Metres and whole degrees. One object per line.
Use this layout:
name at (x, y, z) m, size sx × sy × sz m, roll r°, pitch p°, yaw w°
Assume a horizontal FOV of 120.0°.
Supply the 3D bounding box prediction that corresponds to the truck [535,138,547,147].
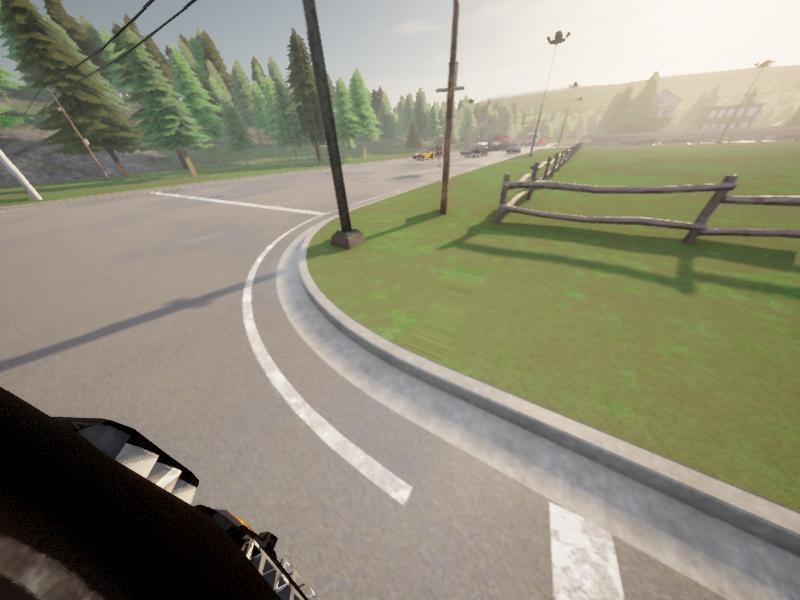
truck at (50.222, -56.247, 82.362) m, size 2.627 × 2.467 × 5.204 m, roll 17°, pitch 39°, yaw 27°

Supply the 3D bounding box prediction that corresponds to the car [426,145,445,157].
car at (7.345, -30.820, 47.765) m, size 1.932 × 1.855 × 4.605 m, roll 17°, pitch 39°, yaw 27°

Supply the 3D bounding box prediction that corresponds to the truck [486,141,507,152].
truck at (24.523, -39.001, 58.638) m, size 2.390 × 2.098 × 6.274 m, roll 24°, pitch 42°, yaw 33°

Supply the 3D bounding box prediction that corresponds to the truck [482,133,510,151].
truck at (26.402, -43.487, 63.663) m, size 8.468 × 3.827 × 2.891 m, roll -28°, pitch 41°, yaw -33°

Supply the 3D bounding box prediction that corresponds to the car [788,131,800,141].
car at (80.610, -31.817, 44.642) m, size 5.366 × 1.575 × 1.801 m, roll 17°, pitch 38°, yaw 27°

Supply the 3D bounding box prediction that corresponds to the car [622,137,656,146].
car at (58.216, -38.735, 56.397) m, size 5.238 × 1.638 × 1.930 m, roll 17°, pitch 38°, yaw 27°

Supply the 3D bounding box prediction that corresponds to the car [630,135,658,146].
car at (56.674, -37.026, 53.740) m, size 3.866 × 1.878 × 1.905 m, roll 17°, pitch 38°, yaw 27°

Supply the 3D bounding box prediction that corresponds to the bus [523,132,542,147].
bus at (49.719, -60.130, 86.592) m, size 3.944 × 4.253 × 10.273 m, roll 17°, pitch 39°, yaw 27°

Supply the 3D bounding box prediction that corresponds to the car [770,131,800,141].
car at (81.430, -33.840, 47.617) m, size 5.008 × 1.535 × 1.882 m, roll 17°, pitch 38°, yaw 27°

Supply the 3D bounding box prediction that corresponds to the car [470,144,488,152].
car at (22.284, -42.884, 65.281) m, size 5.027 × 1.651 × 2.152 m, roll -28°, pitch 42°, yaw -33°

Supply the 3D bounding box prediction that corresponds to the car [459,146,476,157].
car at (12.862, -28.373, 44.099) m, size 1.816 × 1.474 × 4.193 m, roll 17°, pitch 39°, yaw 27°

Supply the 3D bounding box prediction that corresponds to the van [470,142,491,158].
van at (13.831, -25.815, 39.707) m, size 2.069 × 2.038 × 4.480 m, roll 17°, pitch 38°, yaw 27°

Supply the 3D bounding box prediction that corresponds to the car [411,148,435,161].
car at (3.825, -23.679, 37.633) m, size 1.882 × 1.535 × 5.008 m, roll 17°, pitch 38°, yaw 27°

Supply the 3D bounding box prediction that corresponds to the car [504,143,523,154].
car at (22.532, -30.058, 45.793) m, size 2.242 × 1.667 × 4.611 m, roll 17°, pitch 39°, yaw 27°
